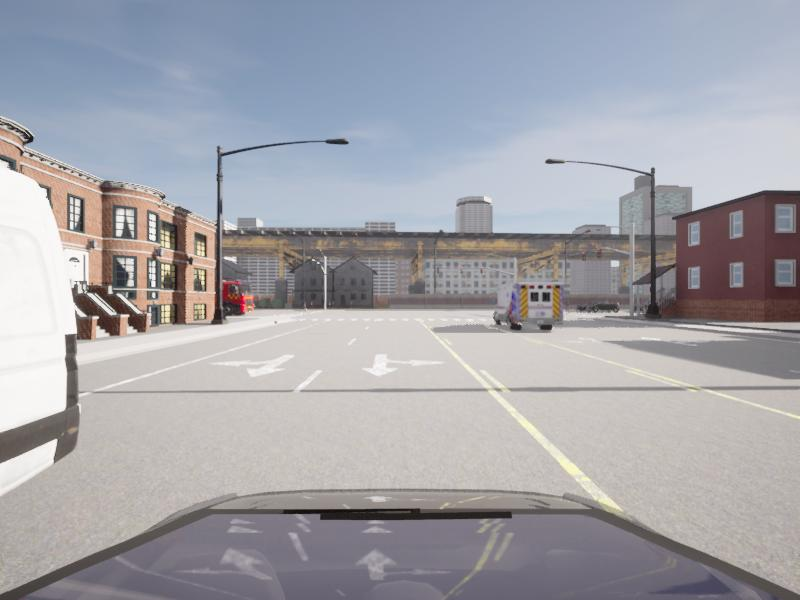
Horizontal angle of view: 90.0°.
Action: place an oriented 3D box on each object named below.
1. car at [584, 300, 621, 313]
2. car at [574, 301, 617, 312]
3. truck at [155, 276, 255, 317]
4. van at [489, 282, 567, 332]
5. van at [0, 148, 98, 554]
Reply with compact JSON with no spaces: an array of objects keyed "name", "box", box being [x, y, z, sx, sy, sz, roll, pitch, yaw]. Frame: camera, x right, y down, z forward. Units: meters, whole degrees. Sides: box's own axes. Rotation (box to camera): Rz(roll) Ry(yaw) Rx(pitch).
[{"name":"car","box":[25.339,0.793,50.035,3.705,1.549,1.789,0,0,0]},{"name":"car","box":[26.152,0.821,53.537,4.892,1.490,1.837,0,0,0]},{"name":"truck","box":[-19.021,-0.339,39.368,8.468,3.827,2.891,0,0,0]},{"name":"van","box":[6.905,0.368,22.605,2.351,2.431,6.366,0,0,0]},{"name":"van","box":[-3.510,0.322,0.386,1.988,2.561,5.915,0,0,0]}]
